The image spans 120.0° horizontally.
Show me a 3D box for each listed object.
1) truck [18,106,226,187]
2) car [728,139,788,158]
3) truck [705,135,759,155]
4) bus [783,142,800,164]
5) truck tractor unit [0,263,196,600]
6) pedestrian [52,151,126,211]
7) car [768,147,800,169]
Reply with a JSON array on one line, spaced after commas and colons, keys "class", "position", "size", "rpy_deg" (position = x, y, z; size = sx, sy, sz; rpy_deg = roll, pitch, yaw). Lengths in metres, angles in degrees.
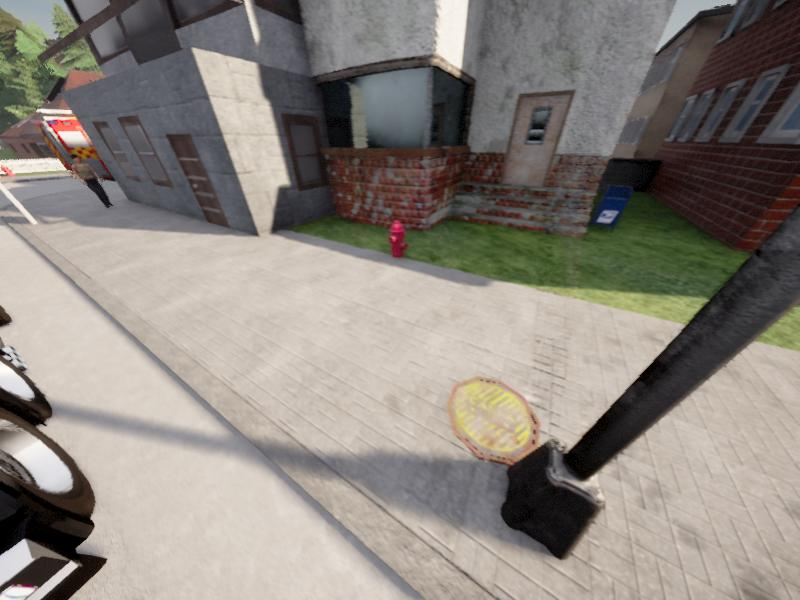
[{"class": "truck", "position": [-18.615, -11.129, 16.851], "size": [2.891, 3.827, 8.468], "rpy_deg": [16, 38, 22]}, {"class": "car", "position": [49.496, -21.178, 32.173], "size": [2.150, 2.045, 5.566], "rpy_deg": [18, 39, 24]}, {"class": "truck", "position": [53.316, -25.033, 37.307], "size": [2.627, 2.467, 5.204], "rpy_deg": [17, 38, 23]}, {"class": "bus", "position": [40.743, -13.578, 19.405], "size": [3.944, 4.253, 10.273], "rpy_deg": [18, 39, 24]}, {"class": "truck tractor unit", "position": [-5.112, -0.296, 0.793], "size": [6.516, 4.208, 3.053], "rpy_deg": [18, 39, 24]}, {"class": "pedestrian", "position": [-11.525, -4.429, 8.627], "size": [0.751, 1.860, 0.751], "rpy_deg": [18, 39, 25]}, {"class": "car", "position": [36.618, -12.773, 20.703], "size": [1.837, 1.490, 4.892], "rpy_deg": [18, 39, 24]}]
